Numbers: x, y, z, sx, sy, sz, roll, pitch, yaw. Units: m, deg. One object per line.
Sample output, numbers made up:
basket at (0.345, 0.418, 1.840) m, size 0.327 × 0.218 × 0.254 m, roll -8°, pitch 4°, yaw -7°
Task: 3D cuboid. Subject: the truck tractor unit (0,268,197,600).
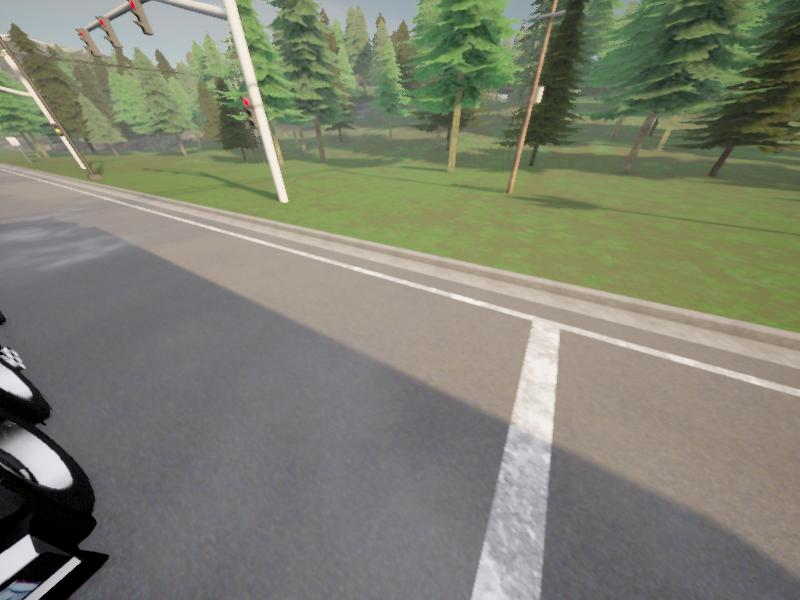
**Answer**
truck tractor unit at (-5.118, -0.292, 0.777) m, size 6.516 × 4.208 × 3.053 m, roll 18°, pitch 39°, yaw 24°
